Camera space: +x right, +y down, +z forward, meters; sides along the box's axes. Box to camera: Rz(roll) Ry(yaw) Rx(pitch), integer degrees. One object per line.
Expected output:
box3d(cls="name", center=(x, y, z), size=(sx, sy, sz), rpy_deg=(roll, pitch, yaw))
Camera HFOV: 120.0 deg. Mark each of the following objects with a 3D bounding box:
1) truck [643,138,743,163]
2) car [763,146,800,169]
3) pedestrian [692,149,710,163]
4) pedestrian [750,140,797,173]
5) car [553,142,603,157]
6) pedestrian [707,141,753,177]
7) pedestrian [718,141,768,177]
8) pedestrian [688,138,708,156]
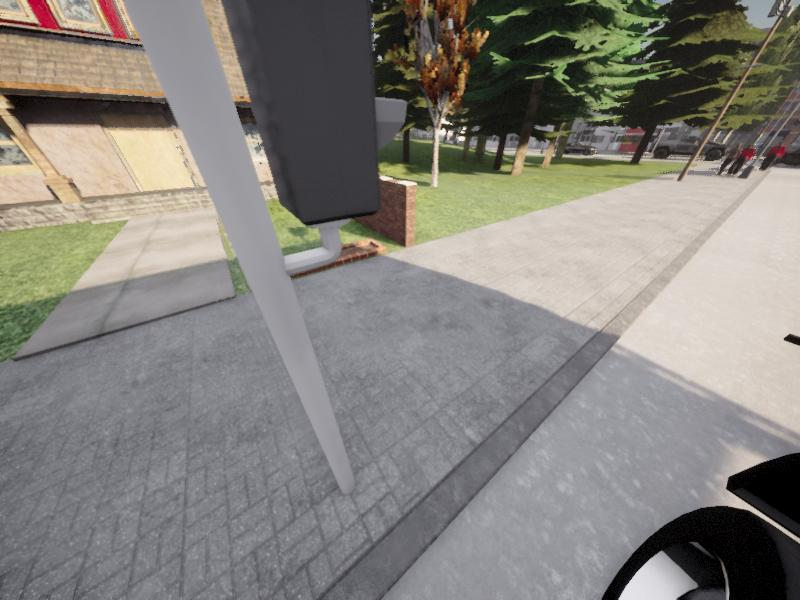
box3d(cls="truck", center=(31.978, -16.700, 25.579), size=(2.390, 2.098, 6.274), rpy_deg=(-22, 41, -28))
box3d(cls="car", center=(33.969, -11.831, 19.194), size=(1.816, 1.474, 4.193), rpy_deg=(10, 36, 15))
box3d(cls="pedestrian", center=(28.479, -13.630, 21.890), size=(0.500, 1.100, 0.500), rpy_deg=(-17, 38, -22))
box3d(cls="pedestrian", center=(25.760, -9.910, 15.968), size=(0.751, 1.860, 0.751), rpy_deg=(-13, 37, -17))
box3d(cls="car", center=(25.498, -21.805, 33.284), size=(2.152, 1.651, 5.027), rpy_deg=(-22, 41, -28))
box3d(cls="pedestrian", center=(20.749, -8.885, 14.547), size=(0.751, 1.860, 0.751), rpy_deg=(-18, 39, -23))
box3d(cls="pedestrian", center=(21.404, -8.832, 14.468), size=(0.751, 1.860, 0.751), rpy_deg=(-12, 37, -16))
box3d(cls="pedestrian", center=(38.863, -19.947, 30.123), size=(0.751, 1.860, 0.751), rpy_deg=(-22, 40, -27))
